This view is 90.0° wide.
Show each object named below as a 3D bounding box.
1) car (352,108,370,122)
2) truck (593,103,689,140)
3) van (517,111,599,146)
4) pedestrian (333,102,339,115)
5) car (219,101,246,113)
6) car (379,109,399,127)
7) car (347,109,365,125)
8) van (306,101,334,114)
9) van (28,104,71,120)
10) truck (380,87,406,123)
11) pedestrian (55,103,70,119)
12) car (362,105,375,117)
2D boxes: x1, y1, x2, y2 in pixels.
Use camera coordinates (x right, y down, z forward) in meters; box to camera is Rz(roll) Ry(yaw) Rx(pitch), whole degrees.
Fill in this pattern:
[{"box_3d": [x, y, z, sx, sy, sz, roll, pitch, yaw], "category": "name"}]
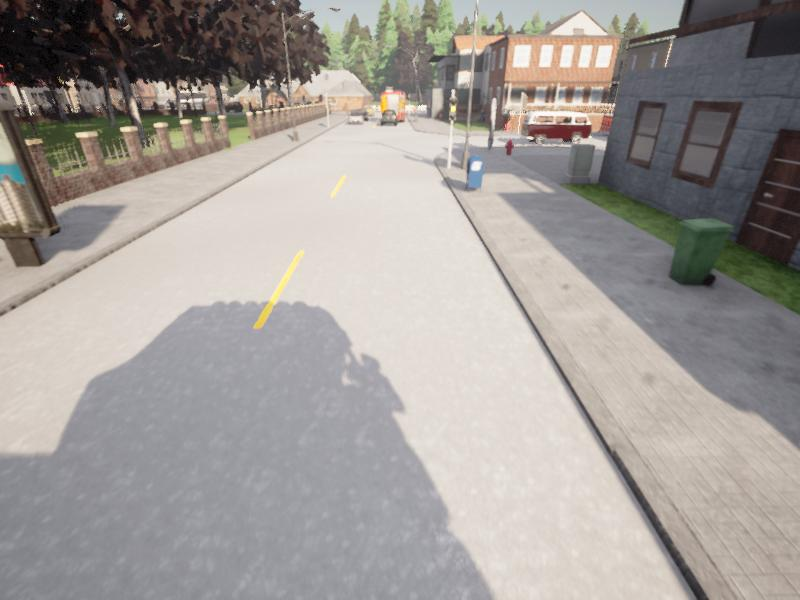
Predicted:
[{"box_3d": [-4.962, -23.790, 51.438, 2.033, 1.411, 5.357, -1, 27, -1], "category": "car"}, {"box_3d": [18.236, -13.689, 30.620, 5.204, 2.467, 2.627, 1, 27, 2], "category": "truck"}, {"box_3d": [10.633, -11.723, 27.247, 4.480, 2.038, 2.069, 0, 27, -1], "category": "van"}, {"box_3d": [-10.481, -31.263, 65.197, 0.751, 1.860, 0.751, -1, 27, -2], "category": "pedestrian"}, {"box_3d": [-30.941, -35.616, 73.851, 3.866, 1.878, 1.905, 0, 27, -1], "category": "car"}, {"box_3d": [-1.144, -19.939, 43.710, 1.851, 1.617, 3.988, 1, 27, 2], "category": "car"}, {"box_3d": [-4.967, -20.785, 45.436, 1.845, 1.501, 3.633, -1, 27, -2], "category": "car"}, {"box_3d": [-14.123, -34.055, 70.772, 4.442, 1.987, 1.775, 0, 27, -1], "category": "van"}, {"box_3d": [-50.327, -27.095, 57.593, 2.069, 2.038, 4.480, 0, 27, -1], "category": "van"}, {"box_3d": [-0.858, -24.535, 50.233, 2.891, 3.827, 8.468, 0, 27, -1], "category": "truck"}, {"box_3d": [-45.473, -25.507, 53.936, 0.751, 1.860, 0.751, 0, 27, -1], "category": "pedestrian"}, {"box_3d": [-4.977, -29.807, 62.951, 1.801, 1.575, 5.366, -1, 27, -2], "category": "car"}]
